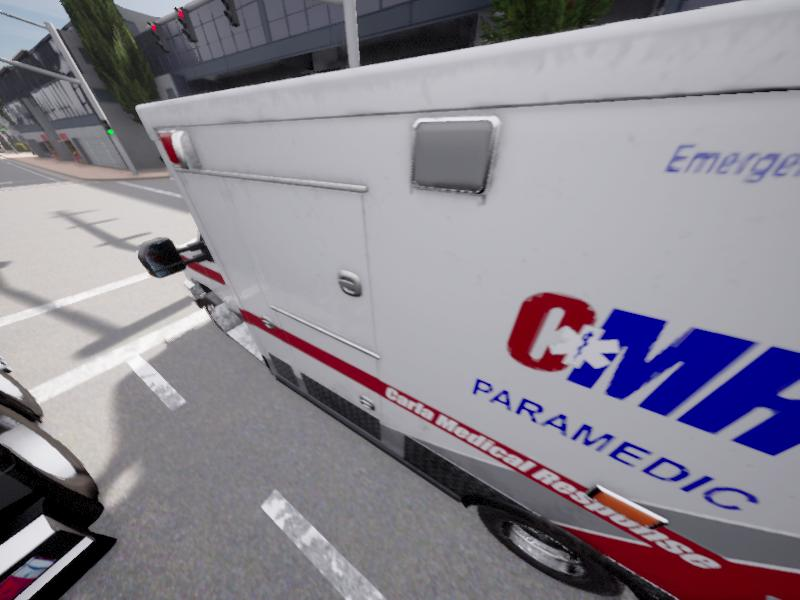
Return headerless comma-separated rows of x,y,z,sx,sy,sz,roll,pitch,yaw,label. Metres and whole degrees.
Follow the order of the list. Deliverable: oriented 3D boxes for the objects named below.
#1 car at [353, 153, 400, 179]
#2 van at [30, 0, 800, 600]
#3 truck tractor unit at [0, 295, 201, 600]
-1.645,-10.520,17.930,1.994,1.385,4.181,12,37,17,car
0.169,-0.207,2.175,6.366,2.431,2.351,18,39,25,van
-5.161,-0.247,0.708,6.516,4.208,3.053,16,38,22,truck tractor unit
